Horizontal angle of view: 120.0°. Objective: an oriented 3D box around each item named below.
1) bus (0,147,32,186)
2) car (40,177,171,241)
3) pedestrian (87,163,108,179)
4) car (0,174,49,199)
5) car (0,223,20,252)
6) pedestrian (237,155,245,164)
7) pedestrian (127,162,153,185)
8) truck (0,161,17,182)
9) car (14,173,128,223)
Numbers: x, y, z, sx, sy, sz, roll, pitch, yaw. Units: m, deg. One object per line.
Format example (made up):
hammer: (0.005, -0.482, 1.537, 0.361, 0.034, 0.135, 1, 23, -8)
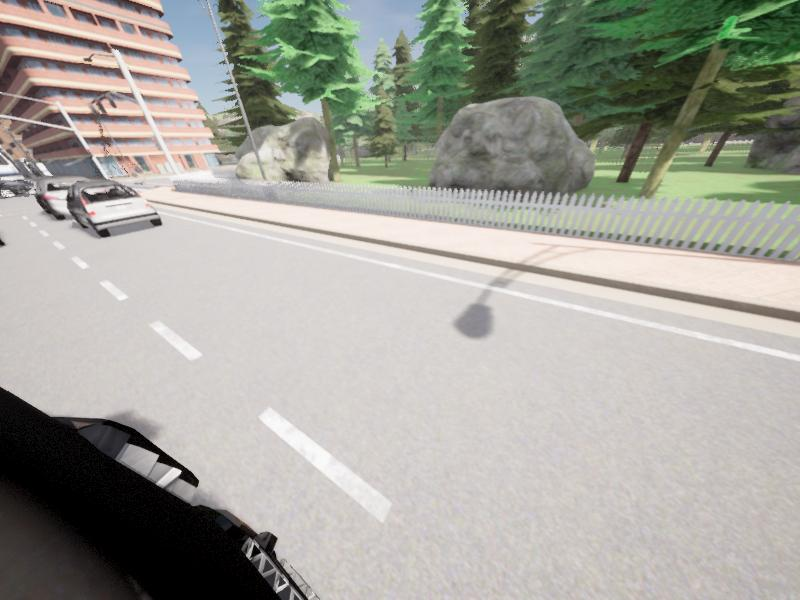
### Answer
bus: (-57.880, -18.767, 32.614, 10.273, 4.253, 3.944, 17, 38, 27)
car: (-11.062, -3.586, 8.711, 3.988, 1.617, 1.851, 17, 38, 27)
pedestrian: (-40.614, -17.304, 31.004, 0.751, 1.860, 0.751, 13, 37, 22)
car: (-32.379, -8.866, 18.290, 4.892, 1.490, 1.837, -10, 35, -11)
car: (-14.670, -2.375, 7.233, 4.902, 1.511, 2.128, 17, 38, 27)
pedestrian: (-37.565, -33.169, 54.621, 0.751, 1.860, 0.751, -26, 40, -31)
pedestrian: (-25.610, -12.455, 22.779, 0.751, 1.860, 0.751, 11, 36, 20)
truck: (-68.661, -21.936, 38.566, 8.468, 3.827, 2.891, 17, 38, 27)
car: (-16.389, -5.240, 11.535, 4.611, 1.667, 2.242, 17, 38, 27)
